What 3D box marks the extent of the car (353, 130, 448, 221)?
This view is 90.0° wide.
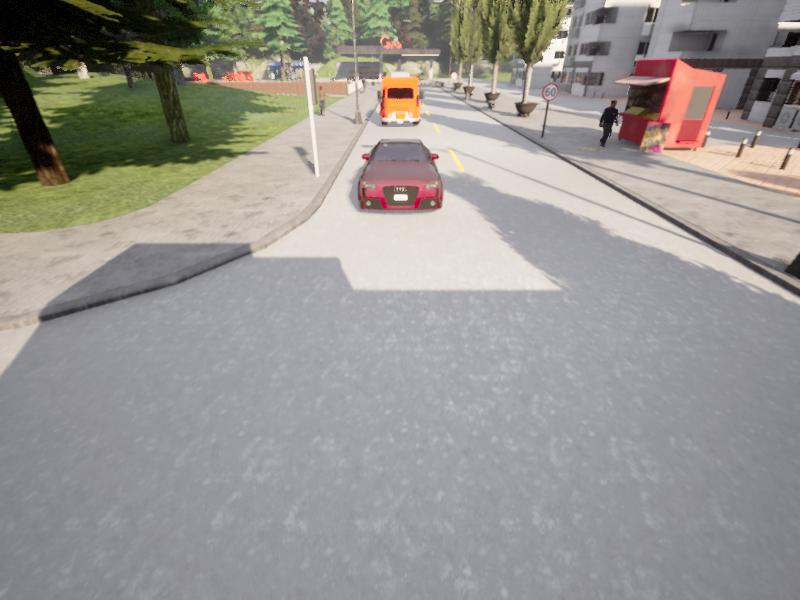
[{"bbox_3d":[0.010,-3.446,10.518,1.994,1.385,4.181,0,30,0],"label":"car"}]

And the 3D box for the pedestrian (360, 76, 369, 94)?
[{"bbox_3d":[-4.271,-25.763,47.888,0.751,1.860,0.751,11,32,19],"label":"pedestrian"}]

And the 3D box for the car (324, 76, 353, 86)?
[{"bbox_3d":[-11.246,-40.242,73.410,4.974,1.542,2.038,0,30,0],"label":"car"}]

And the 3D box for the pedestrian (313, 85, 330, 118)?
[{"bbox_3d":[-5.035,-12.764,25.691,0.751,1.860,0.751,0,30,0],"label":"pedestrian"}]

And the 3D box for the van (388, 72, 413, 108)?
[{"bbox_3d":[0.038,-18.675,35.366,1.988,2.561,5.915,0,30,0],"label":"van"}]

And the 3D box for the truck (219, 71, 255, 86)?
[{"bbox_3d":[-29.823,-40.615,73.326,5.204,2.467,2.627,0,30,0],"label":"truck"}]

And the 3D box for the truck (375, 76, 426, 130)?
[{"bbox_3d":[0.021,-11.749,23.606,2.627,2.467,5.204,0,30,0],"label":"truck"}]

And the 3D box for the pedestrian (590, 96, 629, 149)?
[{"bbox_3d":[8.284,-7.044,15.926,0.751,1.860,0.751,2,30,3],"label":"pedestrian"}]
